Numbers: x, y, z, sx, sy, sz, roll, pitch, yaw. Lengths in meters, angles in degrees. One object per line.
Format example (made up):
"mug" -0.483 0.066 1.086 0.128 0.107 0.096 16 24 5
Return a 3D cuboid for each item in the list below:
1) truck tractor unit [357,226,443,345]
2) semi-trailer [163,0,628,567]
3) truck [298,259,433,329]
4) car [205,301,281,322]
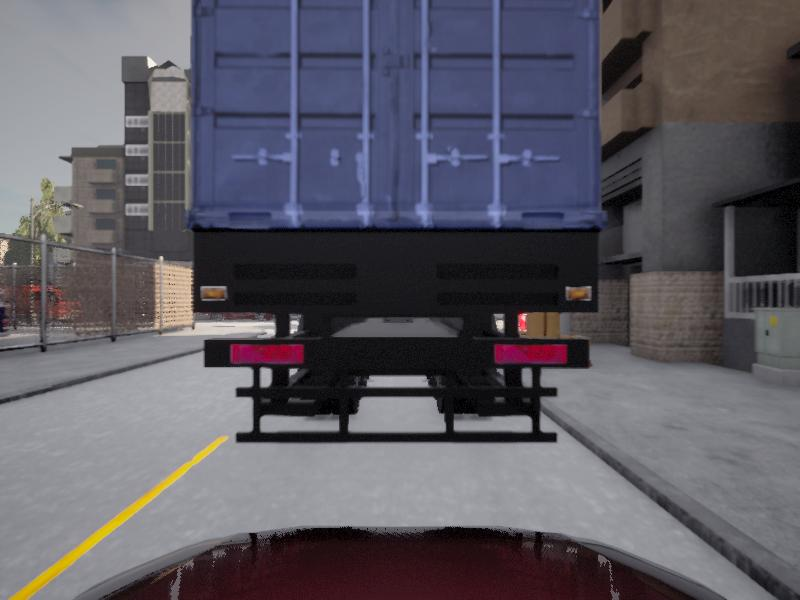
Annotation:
"truck tractor unit" -0.165 -0.508 17.386 3.053 4.208 6.516 0 0 -3
"semi-trailer" -0.045 -0.625 9.469 2.717 4.402 14.254 0 0 0
"truck" -1.964 -0.337 25.833 8.468 3.827 2.891 0 0 -39
"car" -11.485 0.833 29.548 4.792 1.488 2.163 0 0 0
